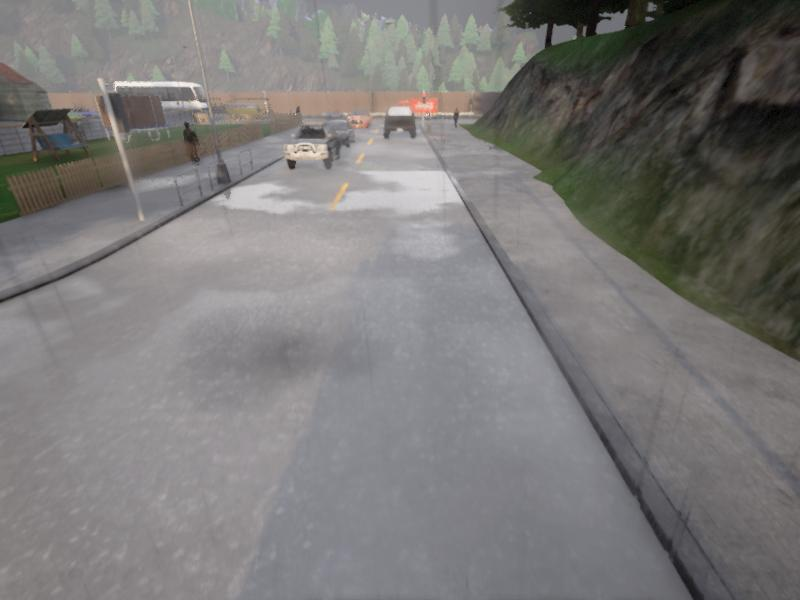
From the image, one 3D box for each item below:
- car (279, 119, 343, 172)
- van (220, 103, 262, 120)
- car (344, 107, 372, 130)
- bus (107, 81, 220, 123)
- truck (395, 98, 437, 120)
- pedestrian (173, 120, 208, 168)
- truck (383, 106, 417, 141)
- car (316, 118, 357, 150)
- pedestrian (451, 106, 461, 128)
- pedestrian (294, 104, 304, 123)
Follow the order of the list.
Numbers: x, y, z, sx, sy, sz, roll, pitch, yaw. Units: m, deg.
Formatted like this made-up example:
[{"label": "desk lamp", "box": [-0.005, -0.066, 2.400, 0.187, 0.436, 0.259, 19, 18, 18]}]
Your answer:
[{"label": "car", "box": [-3.999, -7.379, 18.830, 1.932, 1.855, 4.605, 0, 27, 0]}, {"label": "van", "box": [-20.408, -24.375, 51.655, 4.442, 1.987, 1.775, 0, 27, 0]}, {"label": "car", "box": [-3.932, -17.544, 38.606, 2.097, 1.767, 4.553, 1, 27, 1]}, {"label": "bus", "box": [-27.810, -23.596, 47.691, 10.273, 4.253, 3.944, 0, 27, 0]}, {"label": "truck", "box": [2.038, -24.606, 51.538, 5.204, 2.467, 2.627, 0, 27, 0]}, {"label": "pedestrian", "box": [-9.137, -6.820, 17.498, 0.751, 1.860, 0.751, 0, 27, 0]}, {"label": "truck", "box": [0.001, -13.779, 30.976, 2.390, 2.098, 6.274, 0, 27, 0]}, {"label": "car", "box": [-3.999, -10.826, 25.924, 1.837, 1.490, 4.892, 0, 27, 0]}, {"label": "pedestrian", "box": [5.216, -17.117, 37.392, 0.751, 1.860, 0.751, 0, 27, 0]}, {"label": "pedestrian", "box": [-10.968, -20.203, 43.418, 0.751, 1.860, 0.751, 0, 27, 0]}]
